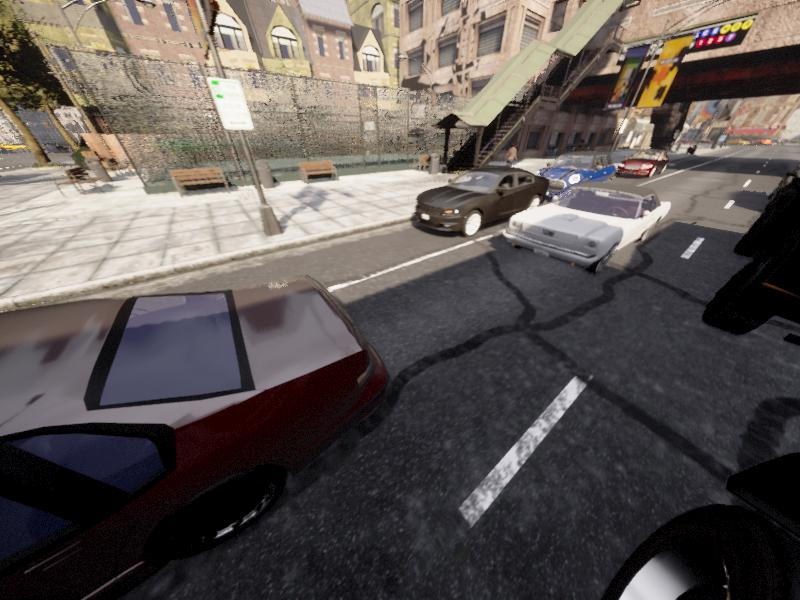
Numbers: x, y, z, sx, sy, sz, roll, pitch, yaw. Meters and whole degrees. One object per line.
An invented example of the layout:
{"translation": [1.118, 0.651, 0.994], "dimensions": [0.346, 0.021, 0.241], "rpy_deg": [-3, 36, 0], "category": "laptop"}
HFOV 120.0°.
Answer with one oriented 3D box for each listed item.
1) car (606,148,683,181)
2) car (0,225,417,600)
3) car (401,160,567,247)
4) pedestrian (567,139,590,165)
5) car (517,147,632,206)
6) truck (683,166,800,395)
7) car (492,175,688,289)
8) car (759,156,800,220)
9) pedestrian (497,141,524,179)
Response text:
{"translation": [16.498, -9.266, 15.575], "dimensions": [4.892, 1.521, 2.231], "rpy_deg": [-23, 41, -29], "category": "car"}
{"translation": [-2.663, 1.077, 1.188], "dimensions": [5.357, 1.411, 2.033], "rpy_deg": [-23, 41, -28], "category": "car"}
{"translation": [2.675, -3.315, 7.246], "dimensions": [5.008, 1.535, 2.097], "rpy_deg": [-23, 41, -29], "category": "car"}
{"translation": [15.591, -12.955, 20.217], "dimensions": [0.751, 1.860, 0.751], "rpy_deg": [-21, 40, -26], "category": "pedestrian"}
{"translation": [7.779, -5.687, 10.351], "dimensions": [4.553, 1.767, 2.185], "rpy_deg": [-23, 41, -29], "category": "car"}
{"translation": [6.955, -0.786, 3.147], "dimensions": [6.274, 2.098, 2.390], "rpy_deg": [-23, 41, -29], "category": "truck"}
{"translation": [4.615, -1.969, 5.534], "dimensions": [4.718, 1.301, 1.895], "rpy_deg": [-23, 41, -29], "category": "car"}
{"translation": [15.084, -4.058, 8.118], "dimensions": [5.238, 1.638, 1.930], "rpy_deg": [-23, 41, -29], "category": "car"}
{"translation": [6.570, -8.380, 13.803], "dimensions": [0.751, 1.860, 0.751], "rpy_deg": [-21, 40, -26], "category": "pedestrian"}
